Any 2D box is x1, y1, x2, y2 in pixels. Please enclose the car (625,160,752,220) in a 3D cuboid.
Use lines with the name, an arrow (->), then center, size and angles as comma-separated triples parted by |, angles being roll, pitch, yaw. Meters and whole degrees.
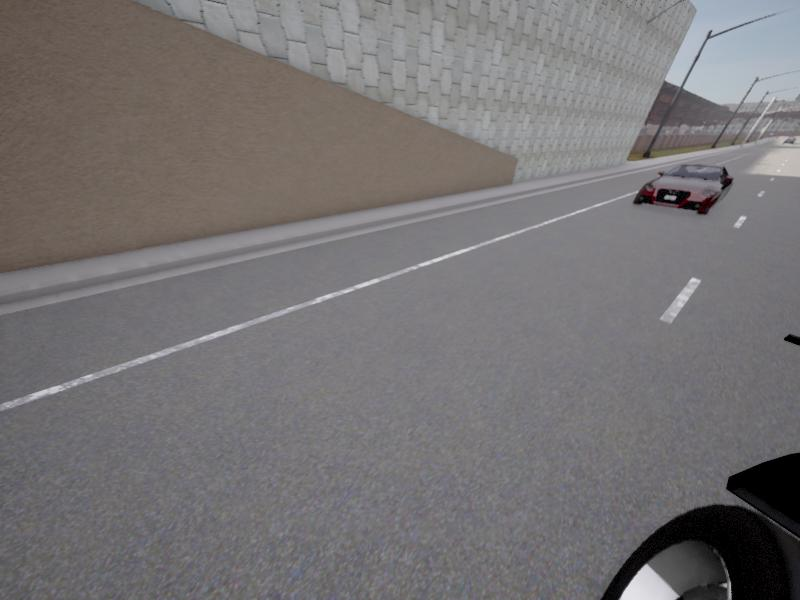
car -> 10.894, -4.317, 8.740 | 4.181, 1.385, 1.994 | -22, 41, -28
